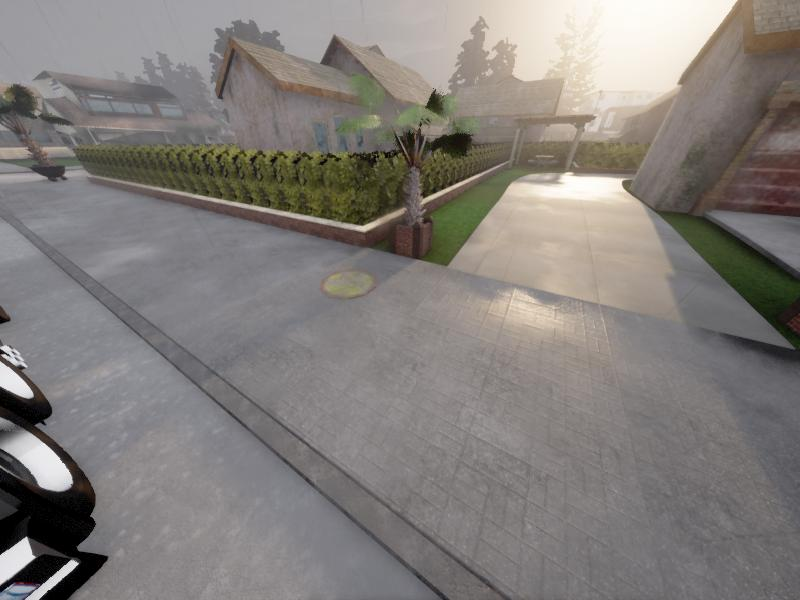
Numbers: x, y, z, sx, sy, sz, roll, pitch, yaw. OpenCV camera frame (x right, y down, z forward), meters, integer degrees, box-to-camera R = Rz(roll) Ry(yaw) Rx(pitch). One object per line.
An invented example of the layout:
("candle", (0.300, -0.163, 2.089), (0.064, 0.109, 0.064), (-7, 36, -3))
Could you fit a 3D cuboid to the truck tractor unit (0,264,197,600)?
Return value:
("truck tractor unit", (-5.111, -0.300, 0.780), (6.516, 4.208, 3.053), (18, 39, 24))
